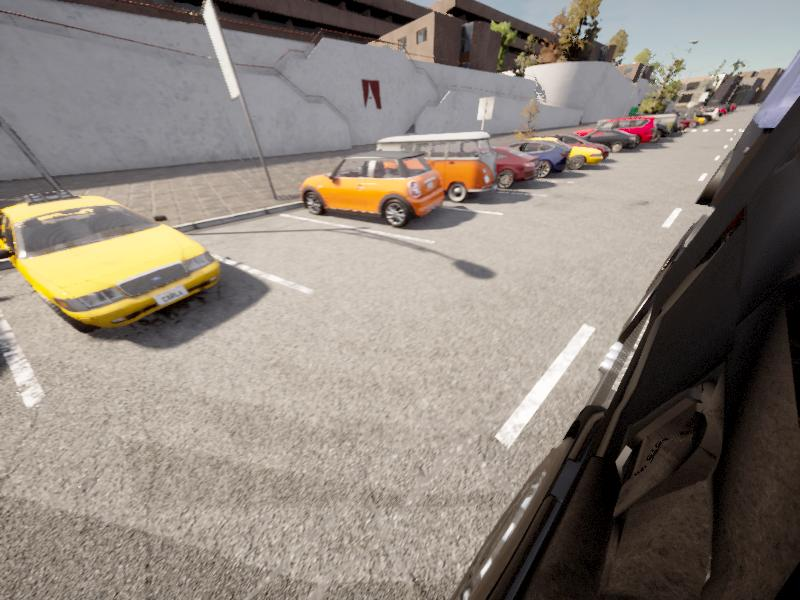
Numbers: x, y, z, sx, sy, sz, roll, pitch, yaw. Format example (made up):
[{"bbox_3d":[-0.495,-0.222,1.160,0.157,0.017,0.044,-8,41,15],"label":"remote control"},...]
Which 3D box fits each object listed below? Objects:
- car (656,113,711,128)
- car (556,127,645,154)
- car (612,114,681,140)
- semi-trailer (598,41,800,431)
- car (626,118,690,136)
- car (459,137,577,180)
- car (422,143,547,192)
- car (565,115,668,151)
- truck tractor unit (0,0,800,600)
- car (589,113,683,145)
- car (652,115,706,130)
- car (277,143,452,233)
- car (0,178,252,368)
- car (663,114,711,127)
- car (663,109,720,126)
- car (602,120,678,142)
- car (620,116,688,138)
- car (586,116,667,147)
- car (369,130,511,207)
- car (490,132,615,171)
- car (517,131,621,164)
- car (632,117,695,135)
[{"bbox_3d":[46.718,-29.663,38.278,5.366,1.575,1.946,17,42,25],"label":"car"},{"bbox_3d":[14.900,-12.082,17.579,4.674,1.452,2.002,17,41,25],"label":"car"},{"bbox_3d":[26.169,-18.551,24.826,4.442,1.987,1.878,17,41,25],"label":"car"},{"bbox_3d":[8.686,-3.608,4.249,14.254,4.402,2.717,-28,44,-30],"label":"semi-trailer"},{"bbox_3d":[30.842,-20.800,27.873,4.674,1.452,2.002,17,41,25],"label":"car"},{"bbox_3d":[5.753,-7.155,11.668,4.792,1.488,2.163,17,41,25],"label":"car"},{"bbox_3d":[3.503,-5.915,10.172,4.674,1.452,2.002,17,41,25],"label":"car"},{"bbox_3d":[17.134,-13.564,18.892,5.566,2.045,2.435,17,41,25],"label":"car"},{"bbox_3d":[2.645,-0.295,0.352,6.516,4.208,3.053,-28,44,-30],"label":"truck tractor unit"},{"bbox_3d":[21.744,-16.047,21.815,5.566,2.045,2.435,17,41,25],"label":"car"},{"bbox_3d":[42.324,-27.076,35.256,4.792,1.488,2.163,17,41,25],"label":"car"},{"bbox_3d":[-1.041,-3.602,7.082,4.553,1.767,2.185,17,41,25],"label":"car"},{"bbox_3d":[-5.457,-1.038,4.101,5.366,1.575,1.946,17,40,25],"label":"car"},{"bbox_3d":[49.173,-30.846,39.708,4.674,1.452,2.002,17,41,25],"label":"car"},{"bbox_3d":[51.481,-32.332,40.999,5.566,2.045,2.435,17,41,25],"label":"car"},{"bbox_3d":[24.012,-17.093,23.440,4.892,1.521,2.231,17,41,25],"label":"car"},{"bbox_3d":[28.581,-19.680,26.293,4.553,1.767,2.185,17,41,25],"label":"car"},{"bbox_3d":[19.545,-14.757,20.322,4.442,1.987,1.878,17,41,25],"label":"car"},{"bbox_3d":[1.318,-4.883,8.487,4.442,1.987,1.878,17,40,25],"label":"car"},{"bbox_3d":[8.223,-8.362,13.046,5.366,1.575,1.946,17,41,25],"label":"car"},{"bbox_3d":[10.367,-9.607,14.611,4.792,1.488,2.163,17,41,25],"label":"car"},{"bbox_3d":[33.160,-22.060,29.340,4.792,1.488,2.163,17,41,25],"label":"car"}]
